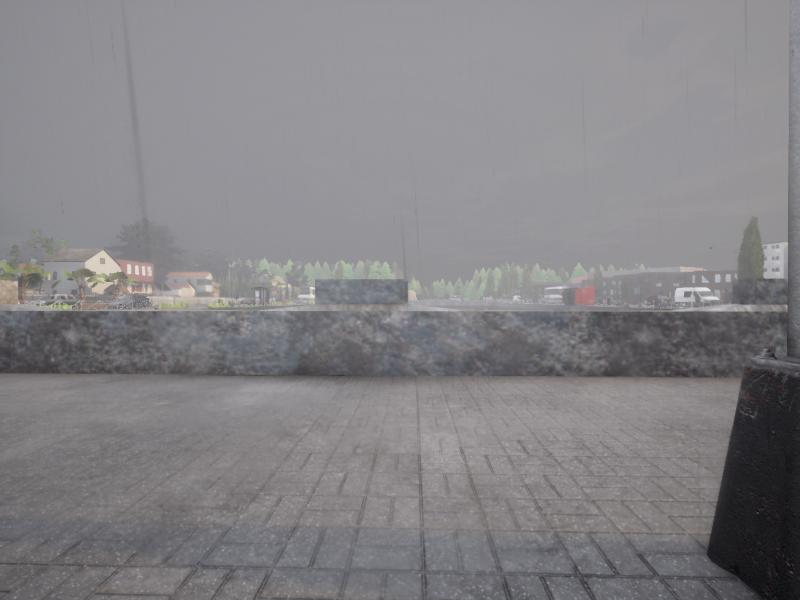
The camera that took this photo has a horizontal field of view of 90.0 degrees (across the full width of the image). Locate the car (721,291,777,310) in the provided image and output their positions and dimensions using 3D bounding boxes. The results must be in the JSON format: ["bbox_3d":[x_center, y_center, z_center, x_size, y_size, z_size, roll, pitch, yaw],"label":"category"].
[{"bbox_3d":[36.603,0.052,42.120,1.932,1.855,4.605,0,0,2],"label":"car"}]

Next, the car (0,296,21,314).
[{"bbox_3d":[-29.630,0.344,27.856,1.895,1.301,4.718,0,0,2],"label":"car"}]

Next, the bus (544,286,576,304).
[{"bbox_3d":[38.560,-1.139,97.043,3.944,4.253,10.273,0,0,2],"label":"bus"}]

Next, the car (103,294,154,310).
[{"bbox_3d":[-29.115,0.177,43.105,2.033,1.649,4.856,0,0,2],"label":"car"}]

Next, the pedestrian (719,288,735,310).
[{"bbox_3d":[28.216,-0.053,34.552,0.751,1.860,0.751,0,0,2],"label":"pedestrian"}]

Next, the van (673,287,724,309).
[{"bbox_3d":[36.850,-0.278,49.652,1.988,2.561,5.915,0,0,2],"label":"van"}]

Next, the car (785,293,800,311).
[{"bbox_3d":[36.340,0.201,34.239,1.801,1.575,5.366,0,0,2],"label":"car"}]

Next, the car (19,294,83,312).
[{"bbox_3d":[-29.422,0.253,33.891,1.970,1.475,3.806,0,0,2],"label":"car"}]

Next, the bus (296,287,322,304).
[{"bbox_3d":[-23.207,-1.139,103.036,3.944,4.253,10.273,0,0,2],"label":"bus"}]

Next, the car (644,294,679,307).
[{"bbox_3d":[37.100,0.094,56.978,2.097,1.767,4.553,0,0,2],"label":"car"}]
